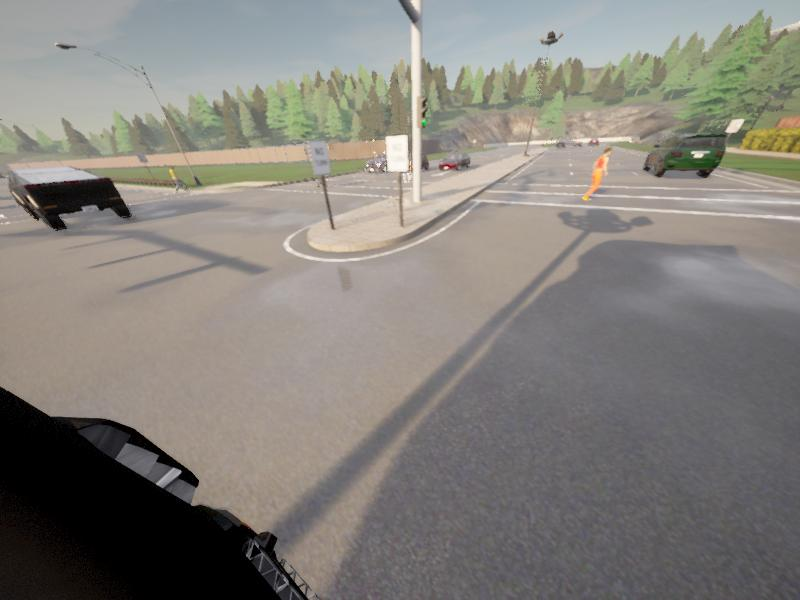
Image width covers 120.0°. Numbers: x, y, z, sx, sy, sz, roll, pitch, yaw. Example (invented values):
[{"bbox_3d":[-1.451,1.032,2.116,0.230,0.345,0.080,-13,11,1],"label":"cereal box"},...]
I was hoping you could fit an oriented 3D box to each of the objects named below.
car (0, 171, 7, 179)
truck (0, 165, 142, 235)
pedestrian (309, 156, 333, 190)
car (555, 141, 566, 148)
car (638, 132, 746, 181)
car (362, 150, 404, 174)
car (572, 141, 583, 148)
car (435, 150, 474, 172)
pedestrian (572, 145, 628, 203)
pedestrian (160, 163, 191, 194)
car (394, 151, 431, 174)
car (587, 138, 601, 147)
[{"bbox_3d":[-94.637,-29.307,54.005,3.988,1.617,1.851,16,38,26],"label":"car"},{"bbox_3d":[-14.800,-4.639,10.182,6.274,2.098,2.390,16,38,26],"label":"truck"},{"bbox_3d":[-5.098,-8.209,14.943,0.751,1.860,0.751,16,38,26],"label":"pedestrian"},{"bbox_3d":[40.889,-39.556,58.727,1.837,1.490,4.892,17,38,27],"label":"car"},{"bbox_3d":[16.666,-8.622,13.725,2.150,2.045,5.566,17,39,27],"label":"car"},{"bbox_3d":[-1.643,-14.525,24.253,2.097,1.767,4.553,16,38,26],"label":"car"},{"bbox_3d":[44.778,-39.445,58.431,1.895,1.301,4.718,17,38,27],"label":"car"},{"bbox_3d":[5.455,-13.685,22.715,2.163,1.488,4.792,16,38,26],"label":"car"},{"bbox_3d":[7.488,-4.755,8.768,0.751,1.860,0.751,0,34,4],"label":"pedestrian"},{"bbox_3d":[-15.998,-8.689,16.524,0.751,1.860,0.751,21,40,31],"label":"pedestrian"},{"bbox_3d":[1.308,-13.511,22.668,1.851,1.617,3.988,16,38,26],"label":"car"},{"bbox_3d":[49.051,-39.989,58.476,2.097,1.767,4.553,18,39,28],"label":"car"}]
